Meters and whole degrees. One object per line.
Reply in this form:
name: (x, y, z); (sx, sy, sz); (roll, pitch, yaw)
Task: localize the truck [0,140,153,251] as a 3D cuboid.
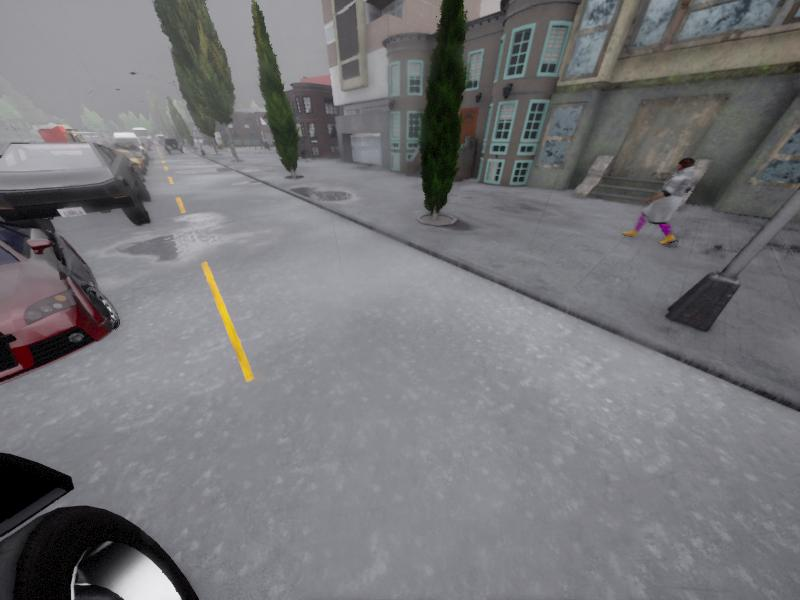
truck: (-10.194, -3.831, 7.454); (2.390, 2.098, 6.274); (-27, 43, -32)

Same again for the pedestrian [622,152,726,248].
pedestrian: (6.181, -2.279, 5.325); (0.751, 1.860, 0.751); (-27, 44, -33)

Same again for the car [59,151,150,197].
car: (-14.973, -6.769, 12.090); (2.128, 1.511, 4.902); (-27, 43, -32)

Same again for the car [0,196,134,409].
car: (-5.701, -0.186, 2.979); (4.181, 1.385, 1.994); (23, 41, 30)

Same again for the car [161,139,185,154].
car: (-35.888, -24.349, 36.498); (1.905, 1.878, 3.866); (-27, 43, -32)

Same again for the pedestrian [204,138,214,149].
pedestrian: (-38.101, -31.347, 46.195); (0.751, 1.860, 0.751); (25, 42, 31)

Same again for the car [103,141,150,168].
car: (-24.749, -13.419, 21.123); (1.932, 1.855, 4.605); (-27, 43, -32)

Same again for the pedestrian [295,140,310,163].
pedestrian: (-9.489, -14.515, 22.538); (0.751, 1.860, 0.751); (-30, 45, -35)

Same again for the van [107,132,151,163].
van: (-29.696, -16.976, 25.549); (1.988, 2.561, 5.915); (-27, 44, -32)

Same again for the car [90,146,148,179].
car: (-19.567, -9.852, 16.366); (1.801, 1.575, 5.366); (-27, 43, -32)
